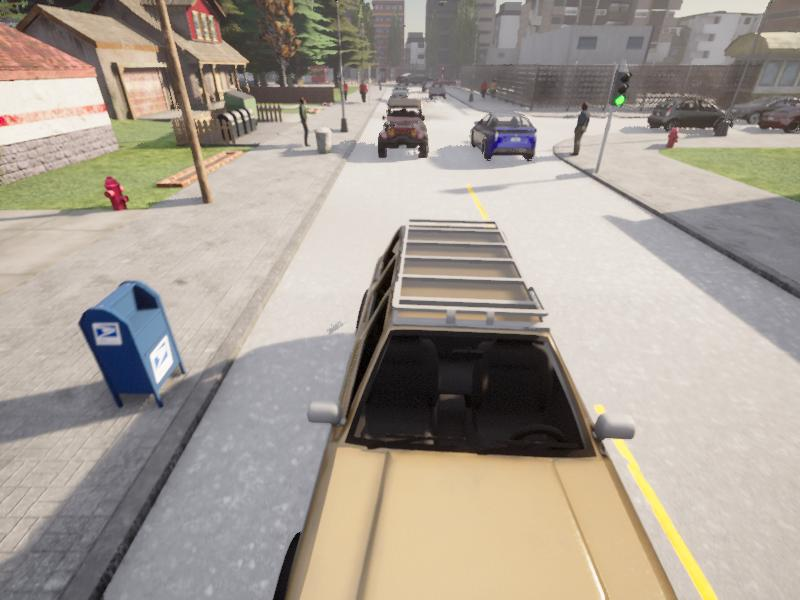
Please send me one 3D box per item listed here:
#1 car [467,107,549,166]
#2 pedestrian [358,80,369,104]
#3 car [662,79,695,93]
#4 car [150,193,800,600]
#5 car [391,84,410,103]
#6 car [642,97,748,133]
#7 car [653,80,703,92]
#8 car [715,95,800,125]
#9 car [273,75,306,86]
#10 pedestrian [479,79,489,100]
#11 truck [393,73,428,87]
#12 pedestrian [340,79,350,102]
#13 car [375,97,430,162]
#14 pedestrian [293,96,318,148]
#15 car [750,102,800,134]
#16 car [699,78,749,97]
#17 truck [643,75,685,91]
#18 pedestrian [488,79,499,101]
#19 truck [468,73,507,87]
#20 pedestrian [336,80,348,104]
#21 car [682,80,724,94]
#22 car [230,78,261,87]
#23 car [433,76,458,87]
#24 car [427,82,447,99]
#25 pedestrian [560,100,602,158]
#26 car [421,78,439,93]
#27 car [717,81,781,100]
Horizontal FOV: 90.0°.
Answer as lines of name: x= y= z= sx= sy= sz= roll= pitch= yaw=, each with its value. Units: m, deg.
car: x=4.034 y=-6.585 z=15.823 sx=2.007 sy=1.525 sz=4.514 roll=0 pitch=30 yaw=0
pedestrian: x=-3.237 y=-18.424 z=35.476 sx=0.751 sy=1.860 sz=0.751 roll=1 pitch=30 yaw=1
car: x=38.791 y=-29.950 z=55.887 sx=1.789 sy=1.547 sz=3.705 roll=0 pitch=30 yaw=0
car: x=0.427 y=0.699 z=3.097 sx=1.932 sy=1.855 sz=4.605 roll=2 pitch=29 yaw=3
car: x=0.056 y=-20.748 z=40.113 sx=1.816 sy=1.474 sz=4.193 roll=0 pitch=30 yaw=0
car: x=15.948 y=-10.099 z=21.829 sx=3.988 sy=1.617 sz=1.851 roll=0 pitch=30 yaw=0
car: x=38.950 y=-30.002 z=56.120 sx=5.357 sy=1.415 sz=2.033 roll=0 pitch=30 yaw=0
car: x=23.403 y=-12.039 z=25.293 sx=4.902 sy=1.511 sz=2.128 roll=0 pitch=30 yaw=0
car: x=-19.702 y=-39.192 z=71.450 sx=5.027 sy=1.651 sz=2.152 roll=0 pitch=30 yaw=0
pedestrian: x=8.589 y=-21.609 z=40.983 sx=0.751 sy=1.860 sz=0.751 roll=1 pitch=30 yaw=1
truck: x=1.926 y=-39.176 z=71.078 sx=2.390 sy=2.098 sz=6.274 roll=26 pitch=39 yaw=38
pedestrian: x=-5.113 y=-19.415 z=37.162 sx=0.751 sy=1.860 sz=0.751 roll=0 pitch=30 yaw=0
car: x=0.136 y=-6.912 z=15.989 sx=1.905 sy=1.878 sz=3.866 roll=1 pitch=31 yaw=1
pedestrian: x=-3.879 y=-7.283 z=16.385 sx=0.751 sy=1.860 sz=0.751 roll=-7 pitch=31 yaw=-12
car: x=22.245 y=-9.948 z=21.846 sx=4.181 sy=1.385 sz=1.994 roll=0 pitch=30 yaw=-1
car: x=38.428 y=-25.265 z=47.542 sx=3.866 sy=1.878 sz=1.905 roll=0 pitch=30 yaw=0
truck: x=39.119 y=-32.267 z=59.383 sx=4.478 sy=2.038 sz=2.069 roll=0 pitch=30 yaw=0
pedestrian: x=9.257 y=-20.918 z=39.803 sx=0.751 sy=1.860 sz=0.751 roll=0 pitch=30 yaw=0
truck: x=15.530 y=-39.307 z=71.379 sx=6.274 sy=2.098 sz=2.390 roll=0 pitch=30 yaw=0
pedestrian: x=-5.101 y=-18.305 z=35.261 sx=0.751 sy=1.860 sz=0.751 roll=0 pitch=30 yaw=0
car: x=39.359 y=-27.695 z=52.048 sx=3.633 sy=1.501 sz=1.845 roll=0 pitch=30 yaw=0
car: x=-27.663 y=-38.948 z=71.597 sx=4.674 sy=1.442 sz=1.812 roll=0 pitch=30 yaw=0
car: x=8.025 y=-38.752 z=70.873 sx=3.988 sy=1.617 sz=1.851 roll=-17 pitch=34 yaw=-27
car: x=4.061 y=-23.022 z=43.978 sx=1.845 sy=1.501 sz=3.633 roll=0 pitch=30 yaw=0
pedestrian: x=6.660 y=-6.315 z=14.790 sx=0.751 sy=1.860 sz=0.751 roll=-16 pitch=34 yaw=-25
car: x=4.068 y=-29.590 z=55.132 sx=2.033 sy=1.649 sz=4.856 roll=0 pitch=30 yaw=0
car: x=38.171 y=-23.012 z=43.889 sx=4.611 sy=1.667 sz=2.242 roll=0 pitch=30 yaw=0
